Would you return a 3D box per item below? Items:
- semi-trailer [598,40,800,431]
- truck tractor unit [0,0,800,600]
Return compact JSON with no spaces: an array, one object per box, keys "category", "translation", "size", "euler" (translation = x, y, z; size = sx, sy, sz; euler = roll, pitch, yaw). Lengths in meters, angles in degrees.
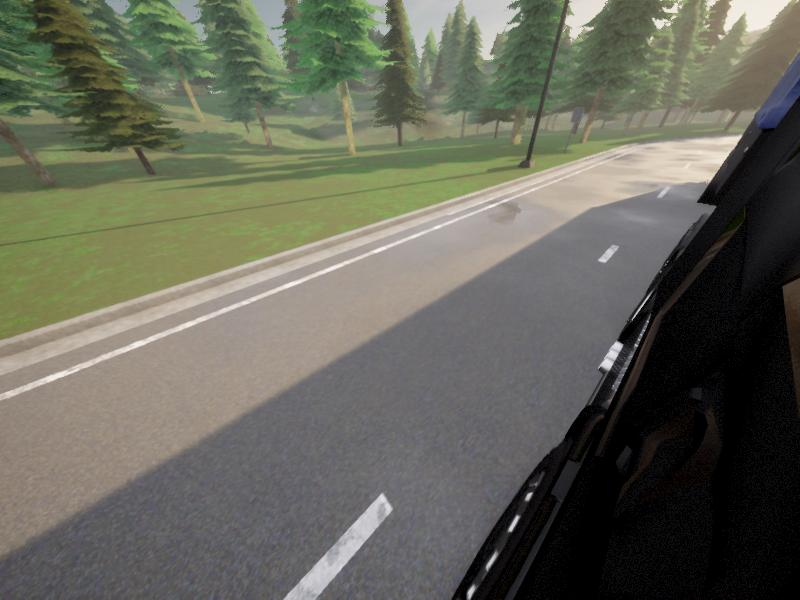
[{"category":"semi-trailer","translation":[8.696,-3.615,4.217],"size":[14.254,4.402,2.717],"euler":[-28,44,-30]},{"category":"truck tractor unit","translation":[2.645,-0.295,0.351],"size":[6.516,4.208,3.053],"euler":[-28,44,-30]}]
